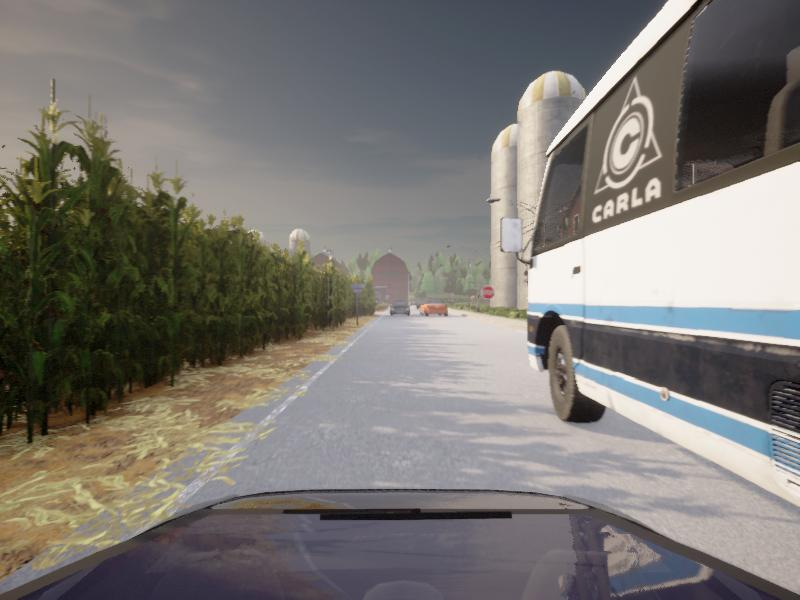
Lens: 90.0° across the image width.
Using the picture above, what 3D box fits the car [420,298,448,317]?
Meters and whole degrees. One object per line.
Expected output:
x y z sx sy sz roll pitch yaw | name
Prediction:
3.301 0.700 39.747 2.097 1.767 4.553 0 0 -5 | car

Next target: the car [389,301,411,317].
0.000 0.831 40.243 2.038 1.542 4.974 0 0 0 | car

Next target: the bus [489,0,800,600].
3.425 -0.534 1.762 3.944 4.253 10.273 0 0 1 | bus
